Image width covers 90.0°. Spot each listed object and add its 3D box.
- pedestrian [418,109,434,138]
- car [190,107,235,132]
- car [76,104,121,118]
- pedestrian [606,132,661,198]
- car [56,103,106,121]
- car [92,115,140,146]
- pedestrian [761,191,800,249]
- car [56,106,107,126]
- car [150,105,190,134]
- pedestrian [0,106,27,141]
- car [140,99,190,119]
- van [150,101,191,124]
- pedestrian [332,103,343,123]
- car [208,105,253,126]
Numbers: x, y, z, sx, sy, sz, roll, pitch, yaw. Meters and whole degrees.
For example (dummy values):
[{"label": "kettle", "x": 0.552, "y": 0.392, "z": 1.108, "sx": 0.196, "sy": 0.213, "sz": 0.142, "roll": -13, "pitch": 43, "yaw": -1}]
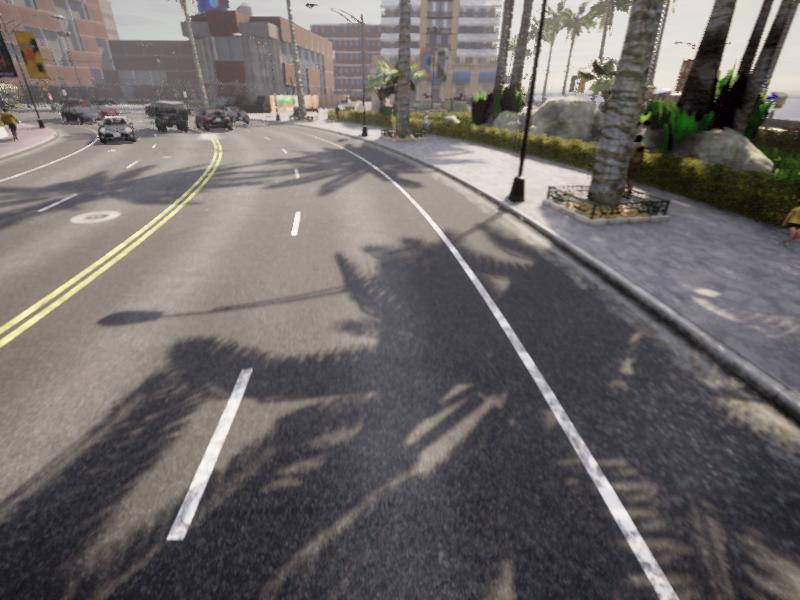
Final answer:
[{"label": "pedestrian", "x": 1.862, "y": -12.683, "z": 28.715, "sx": 0.751, "sy": 1.860, "sz": 0.751, "roll": -13, "pitch": 30, "yaw": -24}, {"label": "car", "x": -16.229, "y": -15.640, "z": 34.552, "sx": 2.242, "sy": 1.667, "sz": 4.611, "roll": -18, "pitch": 33, "yaw": -31}, {"label": "car", "x": -35.748, "y": -22.447, "z": 47.525, "sx": 4.181, "sy": 1.385, "sz": 1.994, "roll": 11, "pitch": 29, "yaw": 18}, {"label": "pedestrian", "x": 7.252, "y": -4.219, "z": 12.503, "sx": 0.751, "sy": 1.860, "sz": 0.751, "roll": -6, "pitch": 28, "yaw": -13}, {"label": "car", "x": -35.107, "y": -20.756, "z": 44.103, "sx": 4.514, "sy": 1.525, "sz": 2.007, "roll": 12, "pitch": 29, "yaw": 21}, {"label": "car", "x": -18.034, "y": -10.913, "z": 25.583, "sx": 1.970, "sy": 1.475, "sz": 3.806, "roll": -14, "pitch": 31, "yaw": -26}, {"label": "pedestrian", "x": 8.348, "y": -1.704, "z": 8.499, "sx": 0.500, "sy": 1.100, "sz": 0.500, "roll": -1, "pitch": 27, "yaw": -4}, {"label": "car", "x": -30.591, "y": -17.718, "z": 38.387, "sx": 4.892, "sy": 1.490, "sz": 1.837, "roll": 17, "pitch": 31, "yaw": 28}, {"label": "car", "x": -18.573, "y": -14.612, "z": 32.266, "sx": 1.905, "sy": 1.878, "sz": 3.866, "roll": -18, "pitch": 32, "yaw": -32}, {"label": "pedestrian", "x": -23.329, "y": -10.583, "z": 24.008, "sx": 0.751, "sy": 1.860, "sz": 0.751, "roll": -17, "pitch": 32, "yaw": -31}, {"label": "car", "x": -27.948, "y": -22.787, "z": 47.647, "sx": 5.566, "sy": 2.045, "sz": 2.150, "roll": 16, "pitch": 31, "yaw": 26}, {"label": "van", "x": -23.771, "y": -19.451, "z": 41.376, "sx": 4.442, "sy": 1.987, "sz": 1.775, "roll": 22, "pitch": 34, "yaw": 35}, {"label": "pedestrian", "x": -6.483, "y": -19.419, "z": 41.513, "sx": 0.751, "sy": 1.860, "sz": 0.751, "roll": -15, "pitch": 31, "yaw": -28}, {"label": "car", "x": -17.109, "y": -18.593, "z": 40.287, "sx": 2.152, "sy": 1.651, "sz": 5.027, "roll": -23, "pitch": 36, "yaw": -38}]
